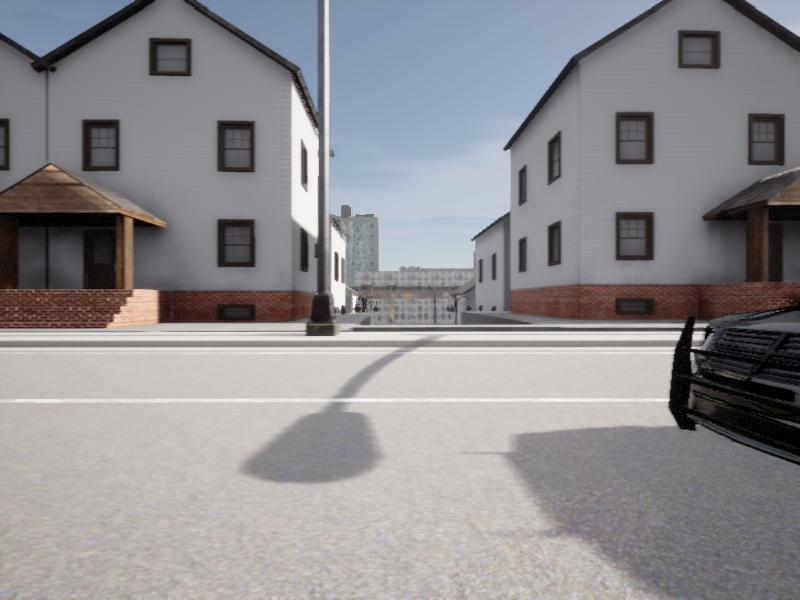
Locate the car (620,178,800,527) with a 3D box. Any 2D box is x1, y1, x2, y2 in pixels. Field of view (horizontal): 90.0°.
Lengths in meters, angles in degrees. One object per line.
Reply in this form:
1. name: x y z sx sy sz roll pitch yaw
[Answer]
1. car: 4.254 0.224 2.191 4.974 1.542 2.038 0 0 0
